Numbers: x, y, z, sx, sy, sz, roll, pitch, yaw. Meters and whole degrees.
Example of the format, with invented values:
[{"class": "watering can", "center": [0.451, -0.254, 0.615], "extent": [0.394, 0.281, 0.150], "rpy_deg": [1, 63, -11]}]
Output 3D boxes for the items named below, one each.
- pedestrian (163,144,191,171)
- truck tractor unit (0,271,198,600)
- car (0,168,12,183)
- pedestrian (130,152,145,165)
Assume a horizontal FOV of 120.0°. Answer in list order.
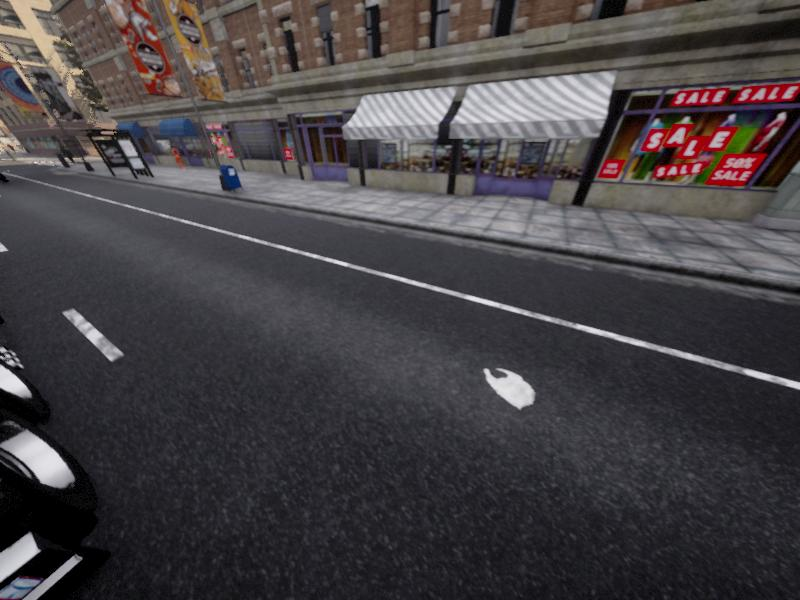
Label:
[{"class": "pedestrian", "center": [-18.658, -11.929, 19.371], "extent": [0.751, 1.860, 0.751], "rpy_deg": [14, 37, 19]}, {"class": "truck tractor unit", "center": [-5.124, -0.288, 0.764], "extent": [6.516, 4.208, 3.053], "rpy_deg": [18, 39, 24]}, {"class": "car", "center": [-29.229, -8.916, 15.791], "extent": [4.193, 1.474, 1.816], "rpy_deg": [17, 39, 23]}, {"class": "pedestrian", "center": [-28.425, -15.331, 25.013], "extent": [0.500, 1.100, 0.500], "rpy_deg": [18, 39, 25]}]
